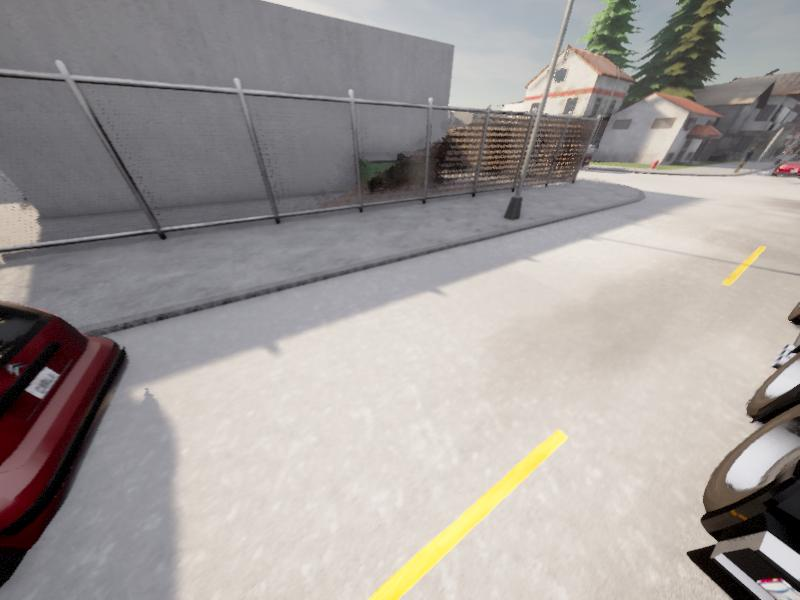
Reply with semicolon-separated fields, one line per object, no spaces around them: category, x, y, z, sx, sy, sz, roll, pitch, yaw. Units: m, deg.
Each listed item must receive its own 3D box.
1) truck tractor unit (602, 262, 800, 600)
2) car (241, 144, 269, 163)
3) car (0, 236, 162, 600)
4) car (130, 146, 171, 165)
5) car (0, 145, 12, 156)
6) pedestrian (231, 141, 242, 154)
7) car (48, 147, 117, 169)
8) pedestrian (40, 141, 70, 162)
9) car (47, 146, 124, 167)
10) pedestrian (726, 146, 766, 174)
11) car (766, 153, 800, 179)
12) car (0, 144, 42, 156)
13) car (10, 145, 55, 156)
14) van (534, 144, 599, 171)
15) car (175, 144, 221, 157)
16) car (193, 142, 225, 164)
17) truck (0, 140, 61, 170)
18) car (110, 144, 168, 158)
truck tractor unit;5.108;-0.303;0.789;6.516;4.208;3.053;-18;39;-24
car;-17.023;-17.224;27.044;2.242;1.667;4.611;-18;39;-25
car;-4.179;1.161;0.894;3.988;1.617;1.851;-18;39;-25
car;-25.745;-15.081;24.002;1.845;1.501;3.633;-18;39;-25
car;-65.616;-23.876;36.931;1.970;1.475;3.806;-18;39;-25
pedestrian;-27.639;-25.856;39.086;0.751;1.860;0.751;4;35;5
car;-29.580;-13.497;21.799;2.033;1.415;5.357;-18;39;-25
pedestrian;-36.310;-15.653;24.345;0.751;1.860;0.751;-17;39;-24
car;-29.303;-13.541;21.740;3.705;1.547;1.789;-18;39;-25
pedestrian;27.838;-11.290;18.624;0.751;1.860;0.751;10;36;14
car;31.406;-10.500;18.035;4.514;1.525;2.007;-18;39;-25
car;-69.377;-27.553;42.232;2.152;1.651;5.027;-18;39;-25
car;-62.992;-25.838;39.761;2.033;1.411;5.357;-18;39;-25
van;15.978;-13.952;22.464;1.775;1.987;4.442;-19;39;-25
car;-30.517;-22.744;35.133;4.892;1.490;1.837;-19;39;-25
car;-20.857;-16.216;25.378;1.905;1.878;3.866;-18;39;-25
truck;-33.082;-12.708;20.090;2.069;2.038;4.478;-18;39;-25
car;-36.314;-20.882;32.391;4.902;1.511;2.128;-19;39;-25
